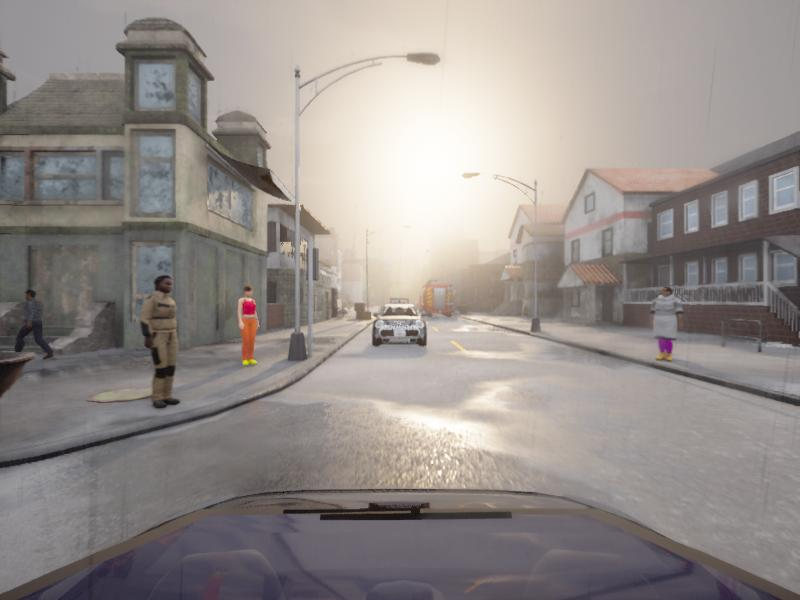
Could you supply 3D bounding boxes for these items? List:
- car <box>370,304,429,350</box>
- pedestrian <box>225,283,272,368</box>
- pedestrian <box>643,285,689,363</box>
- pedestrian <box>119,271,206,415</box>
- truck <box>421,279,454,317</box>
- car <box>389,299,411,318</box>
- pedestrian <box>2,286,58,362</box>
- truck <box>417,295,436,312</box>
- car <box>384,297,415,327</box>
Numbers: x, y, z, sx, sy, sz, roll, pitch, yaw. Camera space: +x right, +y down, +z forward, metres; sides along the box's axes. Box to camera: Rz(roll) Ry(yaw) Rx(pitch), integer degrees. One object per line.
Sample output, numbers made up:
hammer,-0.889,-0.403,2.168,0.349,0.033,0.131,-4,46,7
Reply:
car,-0.017,0.905,15.107,1.970,1.475,3.806,0,0,0
pedestrian,-3.504,0.567,9.271,0.751,1.860,0.751,0,0,41
pedestrian,6.670,0.568,10.037,0.751,1.860,0.751,0,0,-37
pedestrian,-3.318,0.555,5.635,0.751,1.860,0.751,0,0,17
truck,3.966,-0.175,44.299,2.891,3.827,8.468,0,0,0
car,-0.036,0.828,40.479,2.097,1.767,4.553,0,0,0
pedestrian,-9.420,0.583,10.219,0.751,1.860,0.751,0,0,-7
truck,3.947,0.555,60.928,2.627,2.467,5.204,0,0,0
car,-0.028,0.736,27.072,1.905,1.878,3.866,0,0,0
